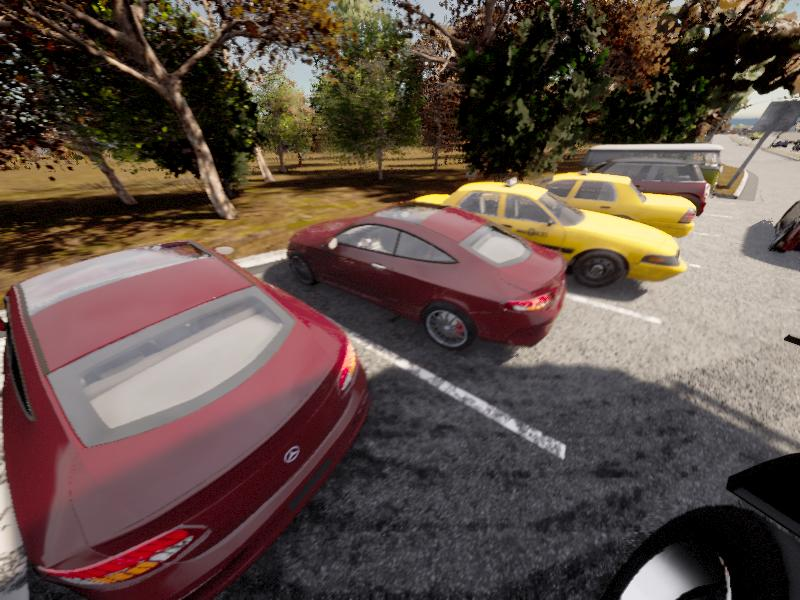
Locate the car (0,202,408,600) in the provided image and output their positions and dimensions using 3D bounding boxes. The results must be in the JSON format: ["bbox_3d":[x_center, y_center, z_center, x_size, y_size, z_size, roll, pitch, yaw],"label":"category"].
[{"bbox_3d":[-2.421,0.208,2.385,4.674,1.452,2.002,21,41,29],"label":"car"}]

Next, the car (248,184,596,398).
[{"bbox_3d":[-0.004,-0.788,3.776,4.674,1.452,2.002,21,40,29],"label":"car"}]

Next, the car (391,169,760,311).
[{"bbox_3d":[2.557,-1.773,5.071,5.366,1.575,1.946,21,40,28],"label":"car"}]

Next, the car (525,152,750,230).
[{"bbox_3d":[7.214,-3.948,7.904,4.553,1.767,2.185,20,40,28],"label":"car"}]

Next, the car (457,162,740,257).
[{"bbox_3d":[4.647,-2.896,6.653,5.366,1.575,1.946,20,40,28],"label":"car"}]

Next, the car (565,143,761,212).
[{"bbox_3d":[9.661,-5.036,9.248,4.442,1.987,1.878,20,39,28],"label":"car"}]

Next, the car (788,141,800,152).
[{"bbox_3d":[69.086,-26.125,39.365,5.357,1.411,2.033,-28,43,-33],"label":"car"}]

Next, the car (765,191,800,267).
[{"bbox_3d":[10.364,-1.731,5.077,4.181,1.385,1.994,-23,41,-29],"label":"car"}]
